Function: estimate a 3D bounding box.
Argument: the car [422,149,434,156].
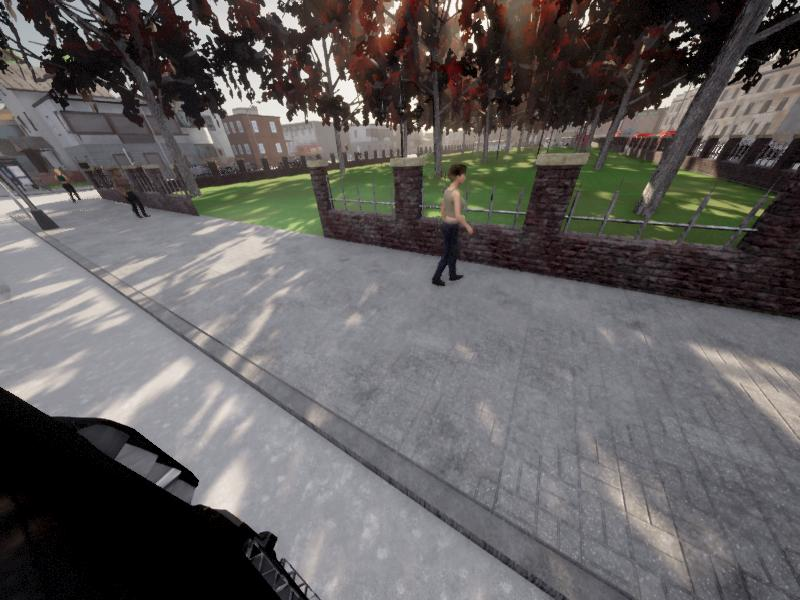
[{"bbox_3d":[8.000,-41.496,64.897,1.970,1.475,3.806,16,38,26],"label":"car"}]

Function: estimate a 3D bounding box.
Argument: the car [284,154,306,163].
[{"bbox_3d":[-25.441,-34.231,55.939,4.856,1.649,2.033,19,39,27],"label":"car"}]

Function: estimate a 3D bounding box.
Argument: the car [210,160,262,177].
[{"bbox_3d":[-21.159,-17.171,30.048,2.128,1.511,4.902,16,38,26],"label":"car"}]

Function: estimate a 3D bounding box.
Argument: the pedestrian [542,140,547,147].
[{"bbox_3d":[48.098,-52.254,76.942,0.751,1.860,0.751,14,37,24],"label":"pedestrian"}]

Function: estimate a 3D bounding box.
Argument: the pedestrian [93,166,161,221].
[{"bbox_3d":[-10.783,-4.228,9.228,0.751,1.860,0.751,5,34,12],"label":"pedestrian"}]

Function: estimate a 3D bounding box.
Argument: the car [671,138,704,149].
[{"bbox_3d":[46.778,-25.626,37.717,1.895,1.301,4.718,15,38,25],"label":"car"}]

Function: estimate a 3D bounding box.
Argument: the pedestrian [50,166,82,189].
[{"bbox_3d":[-32.596,-12.000,22.592,0.751,1.860,0.751,-18,37,-22],"label":"pedestrian"}]

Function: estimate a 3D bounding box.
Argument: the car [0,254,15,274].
[{"bbox_3d":[-12.387,-1.419,5.672,4.902,1.511,2.128,15,38,25],"label":"car"}]

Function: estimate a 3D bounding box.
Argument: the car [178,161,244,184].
[{"bbox_3d":[-19.881,-13.716,24.653,2.033,1.649,4.856,14,38,24],"label":"car"}]

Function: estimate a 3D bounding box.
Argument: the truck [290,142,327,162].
[{"bbox_3d":[-22.856,-36.949,57.850,8.468,3.827,2.891,15,37,24],"label":"truck"}]

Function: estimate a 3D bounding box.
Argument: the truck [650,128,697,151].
[{"bbox_3d":[39.551,-23.233,33.626,2.627,2.467,5.204,17,38,27],"label":"truck"}]

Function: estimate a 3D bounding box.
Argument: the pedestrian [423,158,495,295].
[{"bbox_3d":[0.791,-1.086,3.604,0.751,1.860,0.751,-4,34,-2],"label":"pedestrian"}]

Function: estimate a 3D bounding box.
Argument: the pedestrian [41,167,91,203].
[{"bbox_3d":[-20.523,-7.069,14.255,0.751,1.860,0.751,-19,37,-23],"label":"pedestrian"}]

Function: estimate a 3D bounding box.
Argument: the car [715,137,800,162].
[{"bbox_3d":[29.051,-12.451,19.043,1.882,1.535,5.008,16,38,27],"label":"car"}]

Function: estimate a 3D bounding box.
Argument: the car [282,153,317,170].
[{"bbox_3d":[-15.859,-22.159,36.797,1.932,1.855,4.605,18,41,29],"label":"car"}]

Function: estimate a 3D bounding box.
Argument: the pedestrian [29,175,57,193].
[{"bbox_3d":[-31.624,-10.309,20.478,0.751,1.300,0.751,15,38,25],"label":"pedestrian"}]

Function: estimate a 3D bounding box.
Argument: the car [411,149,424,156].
[{"bbox_3d":[5.067,-43.058,67.382,1.837,1.490,4.892,16,38,26],"label":"car"}]

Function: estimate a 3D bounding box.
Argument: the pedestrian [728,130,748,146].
[{"bbox_3d":[50.061,-23.966,34.222,0.751,1.860,0.751,10,36,19],"label":"pedestrian"}]

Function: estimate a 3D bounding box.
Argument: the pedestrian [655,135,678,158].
[{"bbox_3d":[26.097,-15.044,22.649,0.751,1.860,0.751,21,40,32],"label":"pedestrian"}]

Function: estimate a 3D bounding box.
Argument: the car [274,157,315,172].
[{"bbox_3d":[-14.600,-18.988,32.277,2.128,1.511,4.902,14,37,24],"label":"car"}]

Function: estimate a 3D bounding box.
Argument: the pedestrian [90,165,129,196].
[{"bbox_3d":[-20.180,-8.299,16.080,0.751,1.860,0.751,12,36,21],"label":"pedestrian"}]

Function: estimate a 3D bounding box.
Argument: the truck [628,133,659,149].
[{"bbox_3d":[47.396,-31.062,45.181,2.627,2.467,5.204,16,38,26],"label":"truck"}]

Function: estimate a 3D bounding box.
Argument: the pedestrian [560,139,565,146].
[{"bbox_3d":[53.163,-51.677,75.683,0.751,1.860,0.751,19,39,29],"label":"pedestrian"}]

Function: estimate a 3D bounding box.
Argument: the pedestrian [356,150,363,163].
[{"bbox_3d":[-6.910,-24.463,39.376,0.751,1.860,0.751,-25,39,-29],"label":"pedestrian"}]

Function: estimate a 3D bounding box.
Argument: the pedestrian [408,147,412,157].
[{"bbox_3d":[2.181,-32.254,50.395,0.751,1.860,0.751,16,38,26],"label":"pedestrian"}]

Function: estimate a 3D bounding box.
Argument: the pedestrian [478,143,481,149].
[{"bbox_3d":[29.412,-57.096,85.656,0.751,1.860,0.751,18,39,29],"label":"pedestrian"}]

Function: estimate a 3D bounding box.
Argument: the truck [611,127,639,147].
[{"bbox_3d":[57.757,-42.008,59.601,2.891,3.827,8.468,16,38,26],"label":"truck"}]
